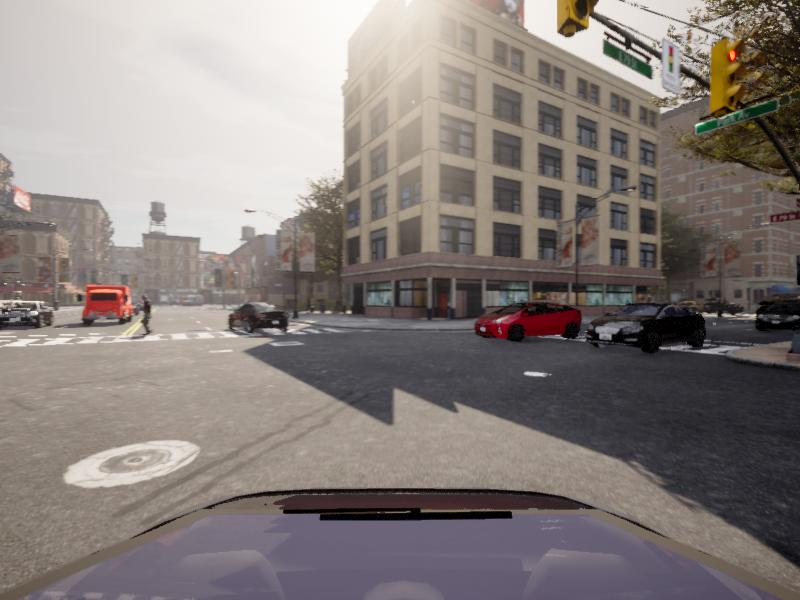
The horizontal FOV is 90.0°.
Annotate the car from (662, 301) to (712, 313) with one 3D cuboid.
[{"bbox_3d":[39.743,0.865,55.571,1.801,1.575,5.366,0,0,-33],"label":"car"}]

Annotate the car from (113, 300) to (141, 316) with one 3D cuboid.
[{"bbox_3d":[-27.437,0.769,40.275,2.007,1.525,4.514,0,0,-30],"label":"car"}]

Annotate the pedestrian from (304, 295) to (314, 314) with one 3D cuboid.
[{"bbox_3d":[-9.080,0.461,39.919,0.751,1.860,0.751,0,0,-35],"label":"pedestrian"}]

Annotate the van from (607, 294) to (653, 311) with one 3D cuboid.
[{"bbox_3d":[35.633,0.377,62.212,1.988,2.561,5.915,0,0,-32],"label":"van"}]

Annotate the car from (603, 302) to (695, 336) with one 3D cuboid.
[{"bbox_3d":[12.482,0.864,19.963,4.892,1.490,1.837,0,0,-30],"label":"car"}]

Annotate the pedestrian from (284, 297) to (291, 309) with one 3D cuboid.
[{"bbox_3d":[-16.821,0.442,59.741,0.751,1.860,0.751,0,0,-32],"label":"pedestrian"}]

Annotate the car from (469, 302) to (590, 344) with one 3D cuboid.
[{"bbox_3d":[5.274,0.836,16.319,4.514,1.525,2.007,0,0,-23],"label":"car"}]

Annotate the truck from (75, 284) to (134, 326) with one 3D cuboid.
[{"bbox_3d":[-19.251,0.316,26.340,2.627,2.467,5.204,0,0,-31],"label":"truck"}]

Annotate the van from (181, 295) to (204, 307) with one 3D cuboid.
[{"bbox_3d":[-47.347,0.195,91.590,1.988,2.561,5.915,0,0,3],"label":"van"}]

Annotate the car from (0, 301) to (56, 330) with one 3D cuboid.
[{"bbox_3d":[-21.001,0.810,22.428,1.970,1.475,3.806,0,0,-31],"label":"car"}]

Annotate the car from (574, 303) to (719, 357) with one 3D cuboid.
[{"bbox_3d":[8.277,0.850,13.321,4.902,1.511,2.128,0,0,-31],"label":"car"}]

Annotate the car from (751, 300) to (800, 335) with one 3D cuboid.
[{"bbox_3d":[19.675,0.821,20.140,3.988,1.617,1.851,0,0,-31],"label":"car"}]

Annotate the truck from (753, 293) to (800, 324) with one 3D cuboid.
[{"bbox_3d":[28.872,0.590,29.569,6.274,2.098,2.390,0,0,-31],"label":"truck"}]

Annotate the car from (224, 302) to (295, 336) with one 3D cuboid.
[{"bbox_3d":[-7.053,0.853,19.803,1.812,1.442,4.674,0,0,-39],"label":"car"}]

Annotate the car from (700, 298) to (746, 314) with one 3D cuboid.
[{"bbox_3d":[39.502,0.711,49.009,1.905,1.878,3.866,0,0,-29],"label":"car"}]

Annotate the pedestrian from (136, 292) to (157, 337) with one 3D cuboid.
[{"bbox_3d":[-10.971,0.611,17.341,0.751,1.860,0.751,0,0,-31],"label":"pedestrian"}]
